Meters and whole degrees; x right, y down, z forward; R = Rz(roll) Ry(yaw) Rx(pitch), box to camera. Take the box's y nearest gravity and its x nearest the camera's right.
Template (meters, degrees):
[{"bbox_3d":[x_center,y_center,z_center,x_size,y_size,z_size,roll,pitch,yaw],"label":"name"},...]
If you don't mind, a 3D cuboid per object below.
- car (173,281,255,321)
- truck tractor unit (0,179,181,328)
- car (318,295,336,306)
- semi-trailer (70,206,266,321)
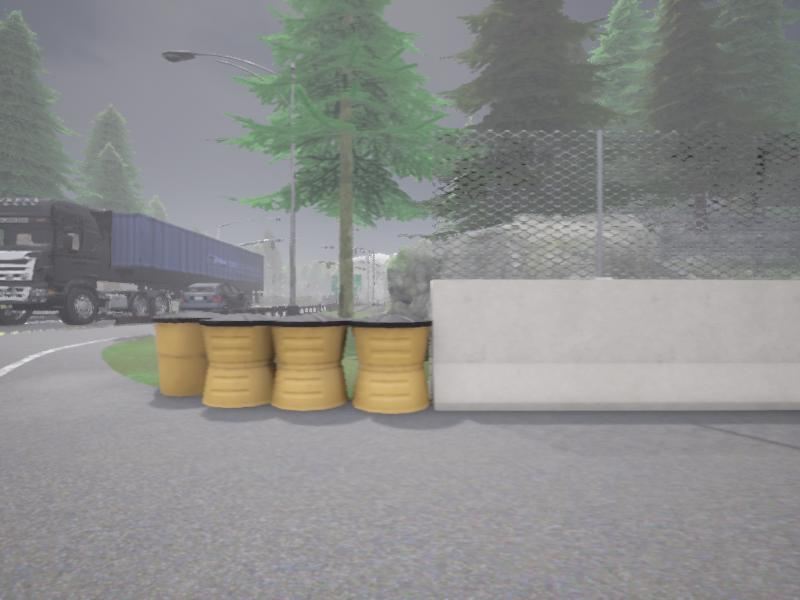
[{"bbox_3d":[-7.750,0.040,17.096,1.789,1.549,3.705,0,0,-1],"label":"car"},{"bbox_3d":[-11.272,-1.309,14.541,3.053,4.208,6.516,0,0,0],"label":"truck tractor unit"},{"bbox_3d":[-11.452,0.057,63.122,2.033,1.649,4.856,0,0,0],"label":"car"},{"bbox_3d":[-11.291,-1.392,22.461,2.717,4.402,14.254,0,0,0],"label":"semi-trailer"}]
